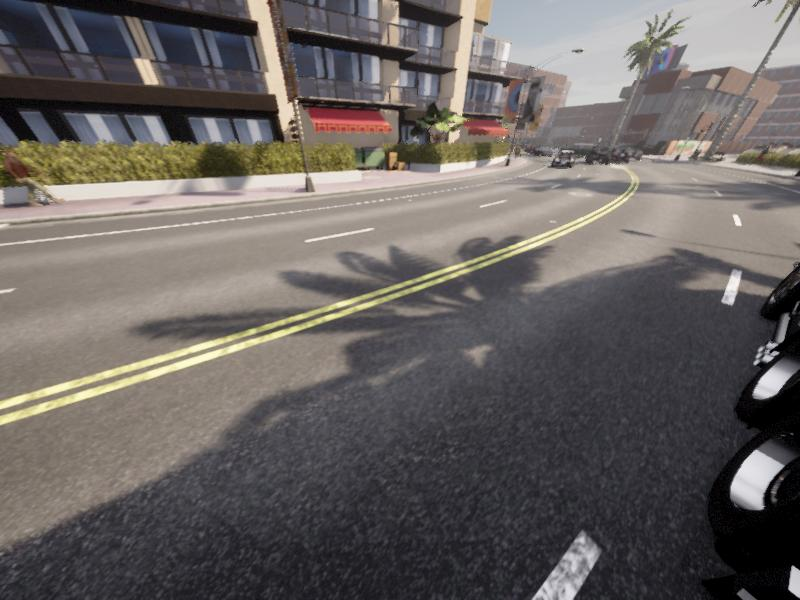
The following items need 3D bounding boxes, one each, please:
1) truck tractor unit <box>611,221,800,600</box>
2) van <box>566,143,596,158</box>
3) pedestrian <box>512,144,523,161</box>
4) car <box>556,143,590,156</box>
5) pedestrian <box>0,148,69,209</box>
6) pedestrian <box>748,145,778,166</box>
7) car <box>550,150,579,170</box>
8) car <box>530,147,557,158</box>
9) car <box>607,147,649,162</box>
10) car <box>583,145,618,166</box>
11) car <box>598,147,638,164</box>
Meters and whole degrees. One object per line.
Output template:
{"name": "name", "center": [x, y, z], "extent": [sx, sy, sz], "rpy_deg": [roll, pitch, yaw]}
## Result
{"name": "truck tractor unit", "center": [5.036, -0.367, 0.892], "extent": [6.516, 4.208, 3.053], "rpy_deg": [-21, 40, -28]}
{"name": "van", "center": [31.248, -25.924, 40.064], "extent": [1.775, 1.987, 4.442], "rpy_deg": [3, 35, 4]}
{"name": "pedestrian", "center": [15.091, -18.979, 29.694], "extent": [0.751, 1.860, 0.751], "rpy_deg": [16, 38, 22]}
{"name": "car", "center": [34.577, -30.337, 46.427], "extent": [2.150, 2.045, 5.566], "rpy_deg": [-3, 35, -5]}
{"name": "pedestrian", "center": [-13.580, -4.433, 8.430], "extent": [0.751, 1.860, 0.751], "rpy_deg": [-17, 38, -23]}
{"name": "pedestrian", "center": [39.909, -15.908, 25.415], "extent": [0.751, 1.860, 0.751], "rpy_deg": [17, 38, 23]}
{"name": "car", "center": [17.042, -14.517, 23.892], "extent": [1.970, 1.475, 3.806], "rpy_deg": [20, 39, 26]}
{"name": "car", "center": [24.284, -25.110, 39.269], "extent": [1.837, 1.490, 4.892], "rpy_deg": [3, 35, 3]}
{"name": "car", "center": [33.867, -21.879, 34.543], "extent": [2.152, 1.651, 5.027], "rpy_deg": [8, 35, 10]}
{"name": "car", "center": [23.714, -17.240, 27.516], "extent": [1.905, 1.878, 3.866], "rpy_deg": [15, 37, 20]}
{"name": "car", "center": [29.186, -19.617, 31.193], "extent": [2.242, 1.667, 4.611], "rpy_deg": [12, 36, 16]}
